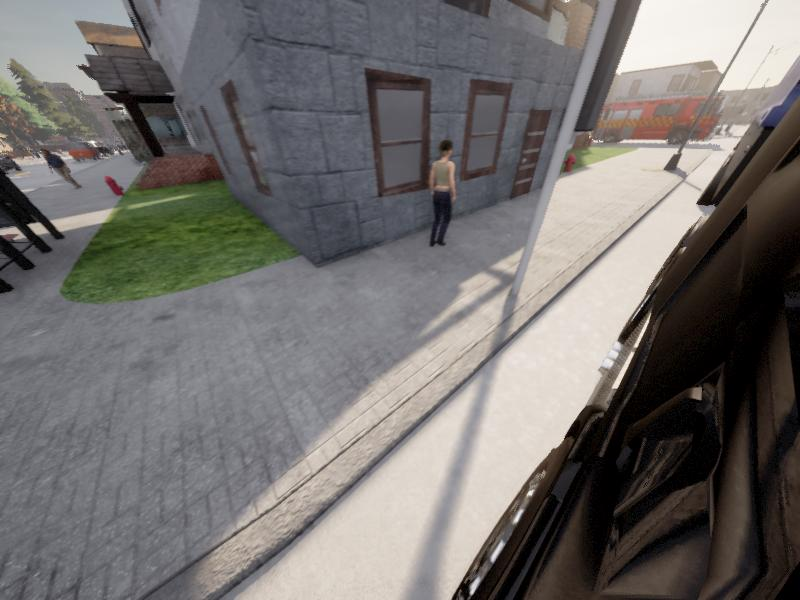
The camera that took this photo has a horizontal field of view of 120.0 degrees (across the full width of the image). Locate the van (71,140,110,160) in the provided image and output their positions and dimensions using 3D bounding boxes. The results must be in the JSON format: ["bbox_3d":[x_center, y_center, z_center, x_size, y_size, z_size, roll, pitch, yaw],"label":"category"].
[{"bbox_3d":[-43.864,-21.453,32.924,2.069,2.038,4.480,-28,44,-30],"label":"van"}]

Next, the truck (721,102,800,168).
[{"bbox_3d":[20.100,-8.748,12.134,5.204,2.467,2.627,-27,43,-29],"label":"truck"}]

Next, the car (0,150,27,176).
[{"bbox_3d":[-35.388,-11.695,19.750,2.242,1.667,4.611,-28,44,-30],"label":"car"}]

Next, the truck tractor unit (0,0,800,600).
[{"bbox_3d":[2.645,-0.295,0.351,6.516,4.208,3.053,-28,44,-30],"label":"truck tractor unit"}]

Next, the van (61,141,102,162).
[{"bbox_3d":[-40.033,-18.780,29.192,1.775,1.987,4.442,-28,44,-30],"label":"van"}]

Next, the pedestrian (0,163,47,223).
[{"bbox_3d":[-12.524,-3.524,7.217,0.751,1.860,0.751,24,44,30],"label":"pedestrian"}]

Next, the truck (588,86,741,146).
[{"bbox_3d":[24.208,-17.216,22.078,2.891,3.827,8.468,-25,42,-28],"label":"truck"}]

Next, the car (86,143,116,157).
[{"bbox_3d":[-48.380,-24.431,37.476,1.930,1.638,5.238,-28,44,-30],"label":"car"}]

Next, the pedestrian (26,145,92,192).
[{"bbox_3d":[-16.650,-6.450,11.359,0.751,1.860,0.751,-18,39,-19],"label":"pedestrian"}]

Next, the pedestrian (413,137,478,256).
[{"bbox_3d":[0.774,-1.920,4.352,0.751,1.860,0.751,29,47,35],"label":"pedestrian"}]

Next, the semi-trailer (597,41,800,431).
[{"bbox_3d":[8.709,-3.585,4.235,14.254,4.402,2.717,-28,44,-30],"label":"semi-trailer"}]
